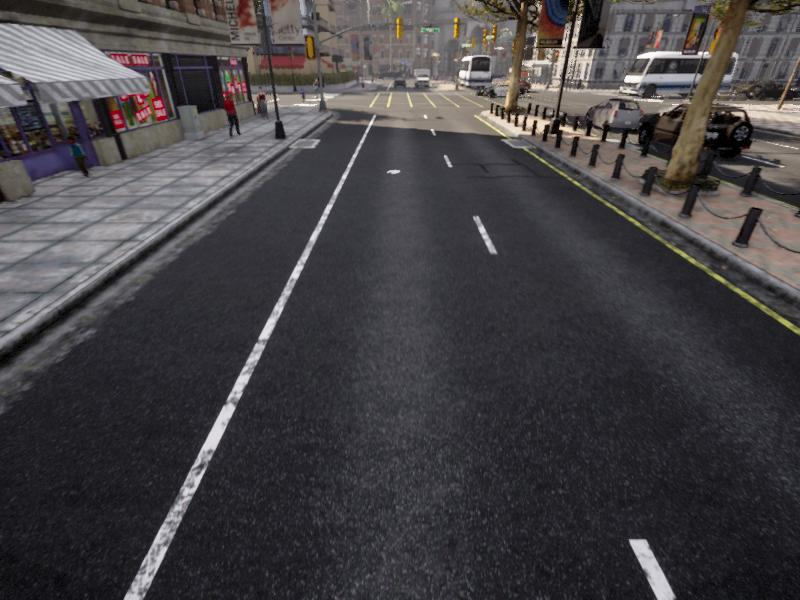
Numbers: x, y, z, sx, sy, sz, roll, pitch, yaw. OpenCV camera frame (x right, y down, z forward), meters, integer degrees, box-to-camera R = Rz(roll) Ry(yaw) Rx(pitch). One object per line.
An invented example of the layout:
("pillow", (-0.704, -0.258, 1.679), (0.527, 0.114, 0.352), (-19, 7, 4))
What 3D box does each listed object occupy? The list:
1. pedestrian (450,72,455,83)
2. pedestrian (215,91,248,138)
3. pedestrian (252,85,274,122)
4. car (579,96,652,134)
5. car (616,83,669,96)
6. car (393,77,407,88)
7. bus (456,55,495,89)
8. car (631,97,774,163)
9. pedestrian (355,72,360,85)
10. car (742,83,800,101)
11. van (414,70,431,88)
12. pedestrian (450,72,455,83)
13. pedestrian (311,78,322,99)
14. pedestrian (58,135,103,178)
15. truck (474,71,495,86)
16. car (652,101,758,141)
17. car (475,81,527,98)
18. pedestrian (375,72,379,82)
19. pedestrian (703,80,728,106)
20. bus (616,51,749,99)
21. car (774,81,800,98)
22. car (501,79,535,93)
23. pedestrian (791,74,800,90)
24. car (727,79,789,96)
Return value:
("pedestrian", (10.636, -45.148, 81.095), (0.751, 1.860, 0.751), (-4, 31, -7))
("pedestrian", (-7.612, -8.408, 18.127), (0.751, 1.860, 0.751), (4, 31, 7))
("pedestrian", (-7.914, -11.340, 23.127), (0.751, 1.860, 0.751), (0, 30, -1))
("car", (11.506, -10.073, 21.649), (1.845, 1.501, 3.633), (0, 30, 0))
("car", (28.018, -24.406, 46.333), (4.718, 1.301, 1.895), (0, 30, 0))
("car", (-0.012, -34.252, 63.016), (2.033, 1.411, 5.357), (0, 30, 0))
("bus", (11.368, -35.111, 61.659), (3.944, 4.253, 10.273), (0, 30, 0))
("car", (11.499, -6.831, 15.776), (1.932, 1.855, 4.605), (0, 30, 0))
("pedestrian", (-7.254, -38.011, 68.615), (0.751, 1.860, 0.751), (0, 30, 0))
("car", (37.541, -20.974, 40.306), (4.193, 1.474, 1.816), (0, 30, 0))
("van", (3.487, -34.930, 63.153), (2.351, 2.431, 6.366), (0, 30, 0))
("pedestrian", (10.637, -44.705, 80.338), (0.751, 1.860, 0.751), (-2, 30, -3))
("pedestrian", (-8.519, -21.538, 40.821), (0.751, 1.860, 0.751), (2, 30, 3))
("pedestrian", (-9.296, -4.182, 11.671), (0.500, 1.100, 0.500), (0, 30, 1))
("truck", (14.987, -39.768, 71.733), (2.390, 2.098, 6.274), (0, 30, 0))
("car", (14.998, -9.029, 20.030), (1.994, 1.385, 4.181), (0, 30, 0))
("car", (10.812, -22.690, 43.164), (4.974, 1.542, 2.038), (0, 30, 0))
("pedestrian", (-4.652, -45.398, 81.517), (0.751, 1.860, 0.751), (3, 30, 4))
("pedestrian", (25.522, -16.772, 32.405), (0.751, 1.860, 0.751), (-2, 30, -3))
("bus", (29.482, -23.793, 42.364), (10.273, 4.253, 3.944), (-1, 30, -2))
("car", (43.980, -22.771, 43.321), (4.514, 1.525, 2.007), (0, 30, 0))
("car", (15.686, -28.682, 53.473), (1.812, 1.442, 4.674), (-12, 32, -18))
("pedestrian", (53.098, -28.961, 53.204), (0.751, 1.860, 0.751), (-2, 30, -4))
("car", (41.337, -24.603, 46.301), (4.611, 1.667, 2.242), (0, 30, 0))
